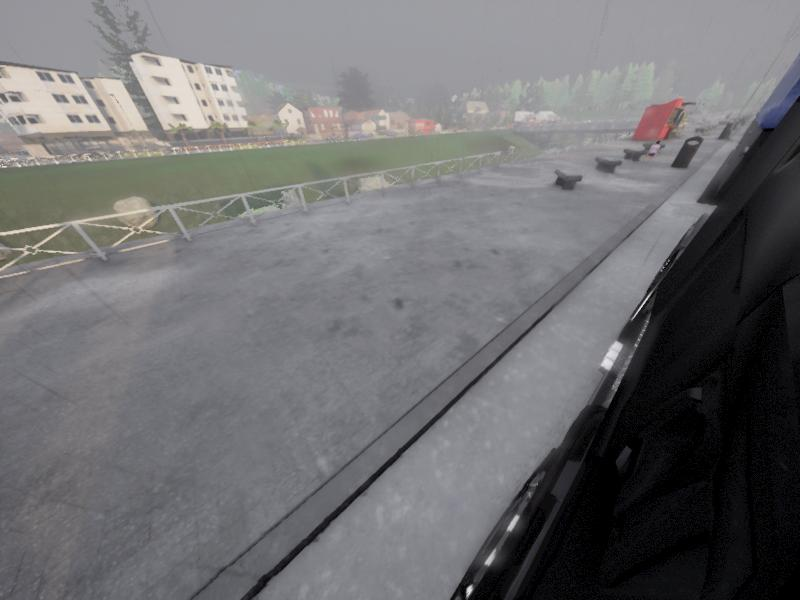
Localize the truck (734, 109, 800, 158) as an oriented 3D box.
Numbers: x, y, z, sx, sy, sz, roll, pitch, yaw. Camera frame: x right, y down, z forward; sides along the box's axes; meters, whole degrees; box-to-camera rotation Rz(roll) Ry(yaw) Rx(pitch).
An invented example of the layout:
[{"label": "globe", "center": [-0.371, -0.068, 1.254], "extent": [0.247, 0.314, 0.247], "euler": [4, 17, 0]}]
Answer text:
[{"label": "truck", "center": [23.523, -10.390, 14.235], "extent": [6.274, 2.098, 2.390], "euler": [-28, 43, -29]}]

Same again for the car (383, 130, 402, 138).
[{"label": "car", "center": [-1.890, -44.791, 62.276], "extent": [4.792, 1.488, 2.163], "euler": [-28, 44, -29]}]

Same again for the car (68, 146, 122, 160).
[{"label": "car", "center": [-48.260, -23.355, 36.687], "extent": [4.892, 1.490, 1.837], "euler": [-27, 43, -29]}]

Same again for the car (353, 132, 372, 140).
[{"label": "car", "center": [-9.352, -40.856, 57.512], "extent": [4.193, 1.474, 1.816], "euler": [-28, 44, -29]}]

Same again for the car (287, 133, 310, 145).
[{"label": "car", "center": [-21.683, -34.517, 49.516], "extent": [3.866, 1.878, 1.905], "euler": [-28, 44, -29]}]

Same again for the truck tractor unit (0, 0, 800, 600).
[{"label": "truck tractor unit", "center": [2.645, -0.295, 0.351], "extent": [6.516, 4.208, 3.053], "euler": [-28, 44, -30]}]

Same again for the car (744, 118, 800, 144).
[{"label": "car", "center": [30.792, -13.989, 19.052], "extent": [4.902, 1.511, 2.128], "euler": [-28, 43, -29]}]

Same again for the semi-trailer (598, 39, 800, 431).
[{"label": "semi-trailer", "center": [8.696, -3.611, 4.224], "extent": [14.254, 4.402, 2.717], "euler": [-28, 44, -30]}]

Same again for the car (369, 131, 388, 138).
[{"label": "car", "center": [-5.882, -45.809, 63.871], "extent": [4.892, 1.490, 1.837], "euler": [-28, 44, -29]}]

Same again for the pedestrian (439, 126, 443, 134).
[{"label": "pedestrian", "center": [11.556, -48.078, 65.255], "extent": [0.751, 1.860, 0.751], "euler": [-28, 44, -30]}]

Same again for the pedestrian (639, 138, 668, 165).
[{"label": "pedestrian", "center": [12.834, -7.507, 11.702], "extent": [0.500, 1.100, 0.500], "euler": [-28, 44, -29]}]

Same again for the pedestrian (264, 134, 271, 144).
[{"label": "pedestrian", "center": [-30.516, -36.932, 53.121], "extent": [0.751, 1.860, 0.751], "euler": [-28, 44, -30]}]

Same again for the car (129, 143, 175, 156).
[{"label": "car", "center": [-42.935, -26.215, 40.239], "extent": [5.357, 1.411, 2.033], "euler": [-28, 44, -29]}]

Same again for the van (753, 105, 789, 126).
[{"label": "van", "center": [61.074, -30.442, 38.133], "extent": [5.915, 2.561, 1.988], "euler": [-28, 44, -29]}]

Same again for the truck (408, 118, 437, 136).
[{"label": "truck", "center": [6.488, -50.171, 66.944], "extent": [8.468, 3.827, 2.891], "euler": [-28, 44, -29]}]

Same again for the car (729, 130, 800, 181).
[{"label": "car", "center": [16.058, -6.156, 9.681], "extent": [4.181, 1.385, 1.994], "euler": [-28, 43, -29]}]
